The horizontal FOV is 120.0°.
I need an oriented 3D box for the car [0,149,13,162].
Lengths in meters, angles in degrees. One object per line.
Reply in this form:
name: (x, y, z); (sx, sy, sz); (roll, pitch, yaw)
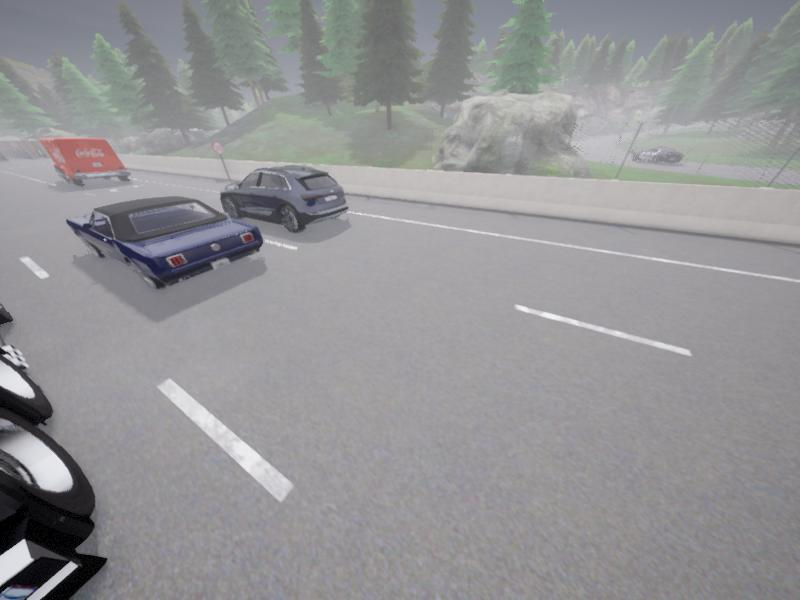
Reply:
car: (-59.059, -20.644, 32.935); (4.792, 1.488, 2.163); (9, 36, 13)

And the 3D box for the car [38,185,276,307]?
car: (-5.349, -1.536, 5.132); (4.718, 1.301, 1.895); (17, 39, 24)

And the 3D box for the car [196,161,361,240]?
car: (-3.971, -3.526, 7.689); (4.856, 1.649, 2.033); (17, 39, 24)

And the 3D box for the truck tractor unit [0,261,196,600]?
truck tractor unit: (-5.109, -0.301, 0.791); (6.516, 4.208, 3.053); (18, 39, 24)

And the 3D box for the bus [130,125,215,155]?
bus: (-43.385, -30.900, 44.777); (3.944, 4.253, 10.273); (18, 38, 24)

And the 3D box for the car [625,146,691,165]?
car: (27.815, -15.845, 25.199); (2.038, 1.542, 4.974); (4, 35, 6)

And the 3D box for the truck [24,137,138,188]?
truck: (-20.573, -9.011, 14.990); (5.204, 2.467, 2.627); (18, 39, 24)
